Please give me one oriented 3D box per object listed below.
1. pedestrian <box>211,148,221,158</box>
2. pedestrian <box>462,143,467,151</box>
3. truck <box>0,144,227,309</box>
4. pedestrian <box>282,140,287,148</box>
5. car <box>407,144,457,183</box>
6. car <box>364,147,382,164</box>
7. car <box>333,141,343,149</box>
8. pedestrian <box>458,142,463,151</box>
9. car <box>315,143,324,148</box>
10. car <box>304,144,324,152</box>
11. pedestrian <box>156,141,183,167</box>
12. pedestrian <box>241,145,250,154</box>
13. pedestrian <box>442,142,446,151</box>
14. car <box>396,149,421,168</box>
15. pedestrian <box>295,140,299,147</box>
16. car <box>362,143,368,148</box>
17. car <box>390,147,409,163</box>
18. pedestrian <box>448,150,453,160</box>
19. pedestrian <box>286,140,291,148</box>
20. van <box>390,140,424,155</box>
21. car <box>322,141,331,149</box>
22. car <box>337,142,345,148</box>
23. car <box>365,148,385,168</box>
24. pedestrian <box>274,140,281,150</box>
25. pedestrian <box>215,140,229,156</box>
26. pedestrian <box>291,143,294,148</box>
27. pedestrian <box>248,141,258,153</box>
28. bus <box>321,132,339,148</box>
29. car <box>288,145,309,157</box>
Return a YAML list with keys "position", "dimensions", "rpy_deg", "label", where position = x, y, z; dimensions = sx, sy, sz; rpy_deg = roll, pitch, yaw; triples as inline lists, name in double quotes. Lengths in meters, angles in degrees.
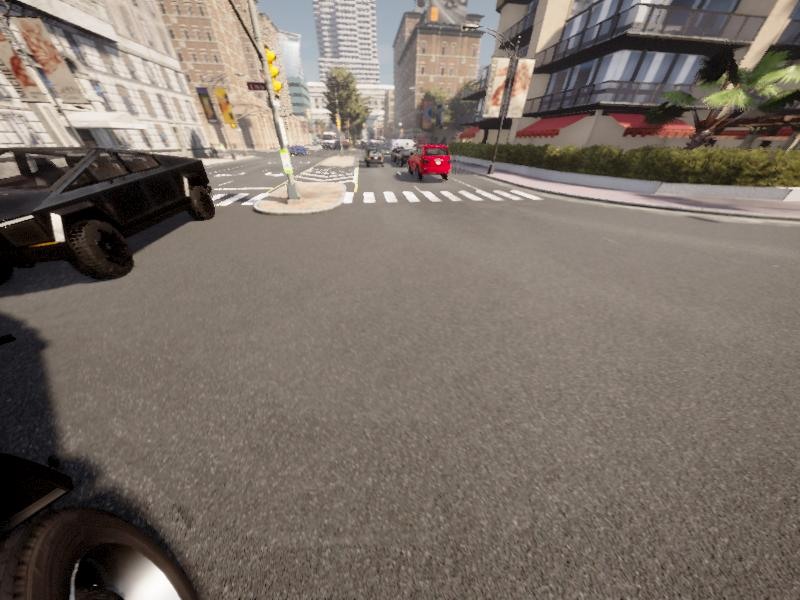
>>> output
- position: [-23.578, -18.863, 29.629]
  dimensions: [0.500, 1.100, 0.500]
  rpy_deg: [-9, 36, -14]
  label: "pedestrian"
- position: [17.867, -42.211, 63.578]
  dimensions: [0.751, 1.860, 0.751]
  rpy_deg: [-13, 37, -20]
  label: "pedestrian"
- position: [-7.119, -2.461, 5.607]
  dimensions: [2.390, 2.098, 6.274]
  rpy_deg: [-7, 35, -11]
  label: "truck"
- position: [-33.954, -46.035, 68.135]
  dimensions: [0.751, 1.860, 0.751]
  rpy_deg: [-8, 36, -12]
  label: "pedestrian"
- position: [2.090, -10.274, 17.146]
  dimensions: [2.150, 2.045, 5.566]
  rpy_deg: [-4, 35, -7]
  label: "car"
- position: [-3.461, -18.203, 28.990]
  dimensions: [2.007, 1.525, 4.514]
  rpy_deg: [-4, 35, -7]
  label: "car"
- position: [-18.343, -46.213, 68.843]
  dimensions: [2.150, 2.045, 5.566]
  rpy_deg: [-4, 35, -7]
  label: "car"
- position: [16.587, -42.242, 63.599]
  dimensions: [0.751, 1.860, 0.751]
  rpy_deg: [-4, 35, -6]
  label: "pedestrian"
- position: [-26.253, -50.417, 75.429]
  dimensions: [1.895, 1.301, 4.718]
  rpy_deg: [-4, 35, -7]
  label: "car"
- position: [-19.035, -33.860, 51.376]
  dimensions: [3.633, 1.501, 1.845]
  rpy_deg: [-4, 35, -7]
  label: "car"
- position: [-20.140, -12.793, 20.230]
  dimensions: [0.751, 1.860, 0.751]
  rpy_deg: [-5, 35, -8]
  label: "pedestrian"
- position: [-26.941, -26.215, 40.310]
  dimensions: [0.751, 1.300, 0.751]
  rpy_deg: [-4, 35, -6]
  label: "pedestrian"
- position: [11.858, -41.314, 62.165]
  dimensions: [0.751, 1.860, 0.751]
  rpy_deg: [-6, 35, -9]
  label: "pedestrian"
- position: [0.774, -15.303, 24.898]
  dimensions: [1.837, 1.490, 4.892]
  rpy_deg: [-4, 35, -7]
  label: "car"
- position: [-32.918, -50.000, 73.900]
  dimensions: [0.751, 1.860, 0.751]
  rpy_deg: [-5, 35, -8]
  label: "pedestrian"
- position: [-11.892, -52.572, 78.573]
  dimensions: [2.038, 1.542, 4.974]
  rpy_deg: [-4, 35, -7]
  label: "car"
- position: [-0.098, -18.919, 30.021]
  dimensions: [1.851, 1.617, 3.988]
  rpy_deg: [-4, 35, -7]
  label: "car"
- position: [6.929, -19.864, 31.660]
  dimensions: [0.500, 1.100, 0.500]
  rpy_deg: [-4, 35, -7]
  label: "pedestrian"
- position: [-32.934, -45.922, 67.989]
  dimensions: [0.751, 1.860, 0.751]
  rpy_deg: [-6, 35, -9]
  label: "pedestrian"
- position: [1.292, -29.699, 44.946]
  dimensions: [6.366, 2.431, 2.351]
  rpy_deg: [-4, 35, -7]
  label: "van"
- position: [-21.842, -46.028, 68.656]
  dimensions: [1.905, 1.878, 3.866]
  rpy_deg: [-4, 35, -7]
  label: "car"
- position: [-19.733, -51.704, 77.123]
  dimensions: [1.930, 1.638, 5.238]
  rpy_deg: [-4, 35, -7]
  label: "car"
- position: [-2.604, -14.728, 23.947]
  dimensions: [1.789, 1.549, 3.705]
  rpy_deg: [-4, 35, -7]
  label: "car"
- position: [-28.929, -36.605, 54.567]
  dimensions: [0.751, 1.860, 0.751]
  rpy_deg: [-2, 35, -3]
  label: "pedestrian"
- position: [-25.108, -21.418, 32.633]
  dimensions: [0.751, 1.860, 0.751]
  rpy_deg: [-7, 35, -11]
  label: "pedestrian"
- position: [-32.702, -47.033, 70.273]
  dimensions: [0.500, 1.100, 0.500]
  rpy_deg: [5, 35, 6]
  label: "pedestrian"
- position: [-27.717, -28.823, 43.581]
  dimensions: [0.751, 1.860, 0.751]
  rpy_deg: [-3, 35, -5]
  label: "pedestrian"
- position: [-23.296, -53.485, 77.330]
  dimensions: [3.944, 4.253, 10.273]
  rpy_deg: [-4, 35, -7]
  label: "bus"
- position: [-16.587, -24.487, 37.836]
  dimensions: [1.882, 1.535, 5.008]
  rpy_deg: [-4, 35, -7]
  label: "car"
